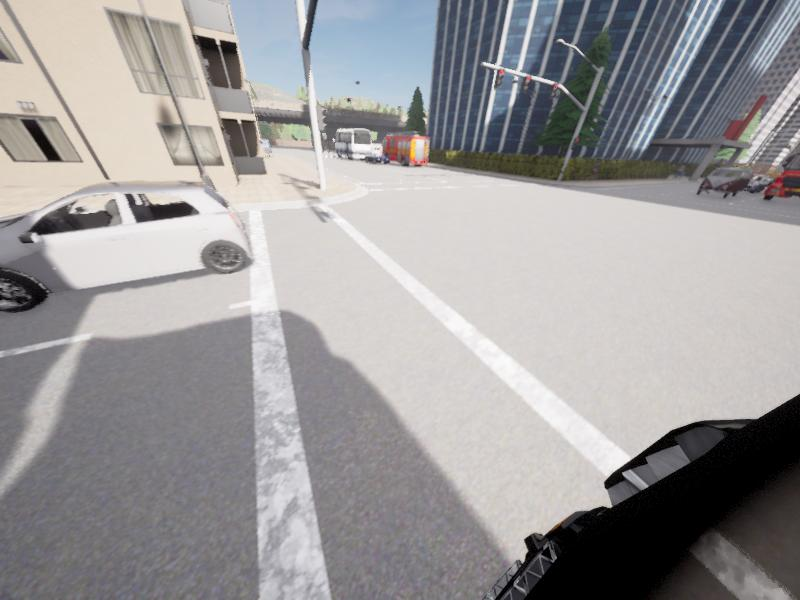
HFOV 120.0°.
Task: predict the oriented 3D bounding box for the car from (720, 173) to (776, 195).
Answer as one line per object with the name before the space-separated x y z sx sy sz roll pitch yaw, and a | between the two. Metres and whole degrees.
car | 32.751 -10.971 21.749 3.806 1.475 1.970 -15 37 -25

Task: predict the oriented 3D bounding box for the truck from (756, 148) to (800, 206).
truck | 31.326 -9.359 17.080 8.468 3.827 2.891 -15 38 -25

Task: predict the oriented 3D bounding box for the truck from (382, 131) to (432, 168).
truck | 0.586 -20.821 31.923 2.891 3.827 8.468 -14 37 -24

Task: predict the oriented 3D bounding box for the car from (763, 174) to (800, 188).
car | 50.267 -15.579 30.153 5.357 1.411 2.033 -15 37 -25

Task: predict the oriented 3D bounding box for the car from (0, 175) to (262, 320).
car | -4.738 -1.162 3.952 3.633 1.501 1.845 -18 39 -28

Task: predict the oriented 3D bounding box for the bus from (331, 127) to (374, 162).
bus | -8.181 -26.181 38.929 3.944 4.253 10.273 -14 38 -24

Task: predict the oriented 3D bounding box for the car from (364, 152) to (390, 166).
car | -3.316 -19.784 32.341 1.895 1.301 4.718 -14 37 -24

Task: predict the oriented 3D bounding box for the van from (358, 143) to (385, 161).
van | -5.164 -26.399 41.140 2.351 2.431 6.366 -14 37 -24

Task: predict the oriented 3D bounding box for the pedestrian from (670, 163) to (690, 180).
pedestrian | 36.389 -16.738 30.060 0.751 1.860 0.751 -13 37 -22

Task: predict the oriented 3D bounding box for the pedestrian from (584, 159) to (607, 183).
pedestrian | 18.278 -12.075 21.600 0.751 1.860 0.751 -15 37 -25

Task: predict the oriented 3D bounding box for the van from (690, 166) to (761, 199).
van | 25.597 -9.285 18.180 4.442 1.987 1.775 -15 37 -25
